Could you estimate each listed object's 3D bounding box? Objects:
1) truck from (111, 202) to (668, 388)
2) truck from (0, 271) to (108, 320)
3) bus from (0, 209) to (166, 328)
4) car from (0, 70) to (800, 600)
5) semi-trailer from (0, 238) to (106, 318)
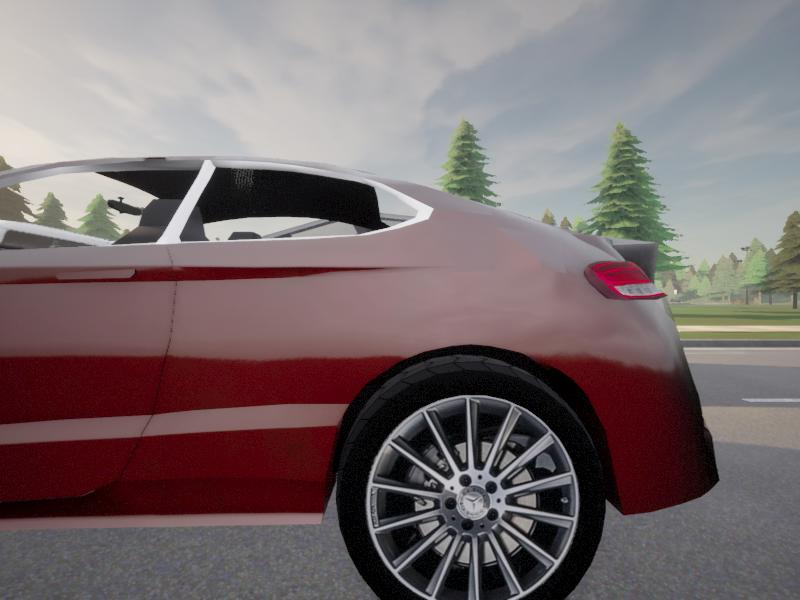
[{"bbox_3d":[-0.122,-0.058,5.701,6.274,2.098,2.390,0,0,0],"label":"truck"},{"bbox_3d":[-19.849,-0.251,22.736,2.627,2.467,5.204,0,0,1],"label":"truck"},{"bbox_3d":[-16.266,-1.137,19.188,3.944,4.253,10.273,0,0,1],"label":"bus"},{"bbox_3d":[-1.305,0.180,2.200,5.027,1.651,2.152,0,0,0],"label":"car"},{"bbox_3d":[-23.353,-1.223,22.656,2.717,4.402,14.254,0,0,1],"label":"semi-trailer"}]
